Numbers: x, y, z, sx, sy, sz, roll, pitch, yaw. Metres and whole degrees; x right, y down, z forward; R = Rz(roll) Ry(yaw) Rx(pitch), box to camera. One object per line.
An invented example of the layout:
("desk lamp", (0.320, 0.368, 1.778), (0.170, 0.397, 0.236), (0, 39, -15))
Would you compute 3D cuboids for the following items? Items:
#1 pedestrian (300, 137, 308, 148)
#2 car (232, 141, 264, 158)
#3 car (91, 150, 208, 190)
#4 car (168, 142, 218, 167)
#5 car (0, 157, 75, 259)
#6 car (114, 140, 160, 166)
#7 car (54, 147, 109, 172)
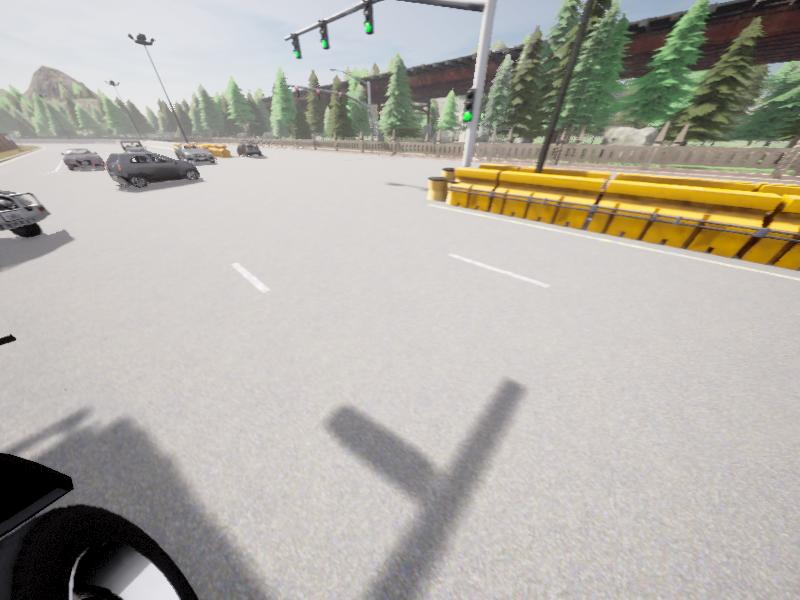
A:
("pedestrian", (-19.536, -32.132, 47.011), (0.751, 1.860, 0.751), (29, 44, 34))
("car", (-19.247, -19.089, 29.233), (3.988, 1.617, 1.851), (28, 44, 33))
("car", (-13.337, -7.205, 12.635), (1.845, 1.501, 3.633), (15, 38, 19))
("car", (-19.611, -13.862, 21.884), (5.027, 1.651, 2.152), (28, 44, 33))
("car", (-11.199, -1.811, 4.769), (4.605, 1.855, 1.932), (-9, 34, -13))
("car", (-24.635, -13.853, 21.635), (3.866, 1.878, 1.905), (27, 43, 33))
("car", (-25.315, -11.274, 18.461), (4.181, 1.385, 1.994), (27, 44, 33))
